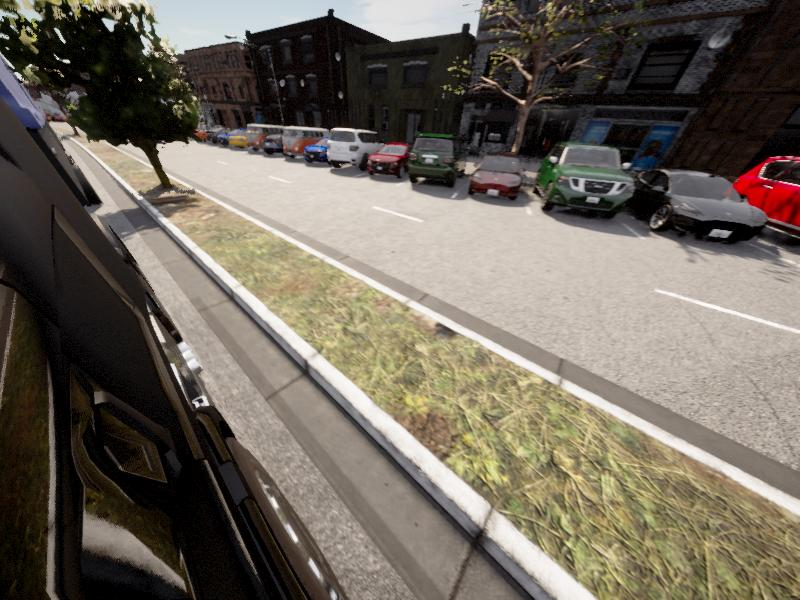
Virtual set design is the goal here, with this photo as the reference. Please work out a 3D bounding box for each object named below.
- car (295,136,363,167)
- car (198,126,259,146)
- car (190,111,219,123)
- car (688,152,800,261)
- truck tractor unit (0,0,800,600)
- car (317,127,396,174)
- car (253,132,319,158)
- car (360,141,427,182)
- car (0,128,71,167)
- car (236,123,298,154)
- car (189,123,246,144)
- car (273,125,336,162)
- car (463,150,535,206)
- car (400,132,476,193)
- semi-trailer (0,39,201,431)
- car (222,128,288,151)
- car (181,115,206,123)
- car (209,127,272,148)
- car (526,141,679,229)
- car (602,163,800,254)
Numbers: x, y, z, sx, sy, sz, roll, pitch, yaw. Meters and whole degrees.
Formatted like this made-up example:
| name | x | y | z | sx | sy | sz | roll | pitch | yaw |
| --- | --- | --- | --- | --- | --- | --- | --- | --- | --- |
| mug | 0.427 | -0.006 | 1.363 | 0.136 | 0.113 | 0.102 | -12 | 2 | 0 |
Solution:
| name | x | y | z | sx | sy | sz | roll | pitch | yaw |
| --- | --- | --- | --- | --- | --- | --- | --- | --- | --- |
| car | -4.749 | -10.714 | 16.509 | 2.097 | 1.535 | 5.008 | 15 | 37 | 14 |
| car | -18.635 | -18.052 | 25.460 | 2.231 | 1.521 | 4.892 | 13 | 37 | 14 |
| car | -53.075 | -49.797 | 62.798 | 5.566 | 2.045 | 2.435 | 8 | 43 | 6 |
| car | 11.342 | -2.307 | 5.842 | 2.435 | 2.045 | 5.566 | 15 | 37 | 14 |
| truck tractor unit | -2.645 | -0.295 | 0.351 | 6.516 | 4.208 | 3.053 | 28 | 44 | 30 |
| car | -2.436 | -9.704 | 14.883 | 2.435 | 2.045 | 5.566 | 14 | 37 | 15 |
| car | -9.351 | -13.161 | 19.547 | 2.163 | 1.488 | 4.792 | 14 | 37 | 14 |
| car | -0.153 | -8.260 | 13.511 | 2.097 | 1.535 | 5.008 | 14 | 37 | 14 |
| car | -19.480 | -8.067 | 12.098 | 4.181 | 1.385 | 1.994 | 28 | 43 | 30 |
| car | -11.690 | -14.514 | 20.780 | 1.878 | 1.987 | 4.442 | 14 | 37 | 14 |
| car | -20.978 | -19.361 | 26.852 | 2.185 | 1.767 | 4.553 | 13 | 37 | 13 |
| car | -7.076 | -12.059 | 17.783 | 1.878 | 1.987 | 4.442 | 14 | 37 | 14 |
| car | 4.431 | -5.764 | 10.506 | 2.163 | 1.488 | 4.792 | 14 | 37 | 14 |
| car | 2.158 | -7.251 | 11.887 | 2.435 | 2.045 | 5.566 | 14 | 37 | 15 |
| semi-trailer | -8.702 | -3.595 | 4.233 | 14.254 | 4.402 | 2.717 | 28 | 43 | 30 |
| car | -13.921 | -15.724 | 22.641 | 1.946 | 1.575 | 5.366 | 14 | 37 | 14 |
| car | -54.597 | -47.839 | 61.026 | 4.674 | 1.452 | 2.002 | 8 | 43 | 6 |
| car | -16.290 | -16.845 | 23.991 | 2.097 | 1.535 | 5.008 | 14 | 37 | 14 |
| car | 6.746 | -4.764 | 8.843 | 2.435 | 2.045 | 5.566 | 15 | 37 | 14 |
| car | 9.028 | -3.310 | 7.508 | 2.163 | 1.488 | 4.792 | 15 | 37 | 14 |
